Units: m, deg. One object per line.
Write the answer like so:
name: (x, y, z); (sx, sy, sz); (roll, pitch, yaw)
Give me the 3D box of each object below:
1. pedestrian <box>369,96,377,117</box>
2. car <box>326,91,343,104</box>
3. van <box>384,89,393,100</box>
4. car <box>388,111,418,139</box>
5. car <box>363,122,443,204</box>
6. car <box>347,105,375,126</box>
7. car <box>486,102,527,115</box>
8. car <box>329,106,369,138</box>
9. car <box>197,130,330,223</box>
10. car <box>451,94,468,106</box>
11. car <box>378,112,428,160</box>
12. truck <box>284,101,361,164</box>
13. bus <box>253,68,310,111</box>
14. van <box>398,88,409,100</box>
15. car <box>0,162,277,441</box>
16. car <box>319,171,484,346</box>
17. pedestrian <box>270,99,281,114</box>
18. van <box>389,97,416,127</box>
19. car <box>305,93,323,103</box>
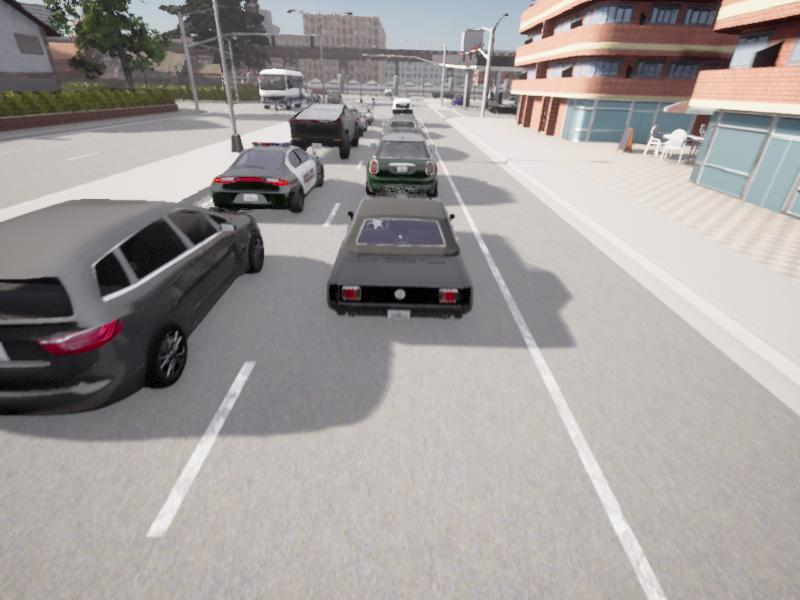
pedestrian: (-2.808, -20.173, 41.694); (0.751, 1.860, 0.751); (2, 28, 1)
car: (-10.938, -34.143, 67.401); (2.097, 1.767, 4.553); (2, 28, 0)
van: (-2.692, -48.859, 95.047); (2.069, 2.038, 4.480); (2, 28, 0)
car: (0.192, -11.978, 27.236); (1.895, 1.301, 4.718); (2, 28, 0)
car: (0.073, -4.593, 12.934); (2.097, 1.767, 4.553); (2, 28, 0)
car: (-3.247, -15.653, 33.892); (1.895, 1.301, 4.718); (2, 28, 0)
car: (13.840, -25.029, 52.346); (4.718, 1.301, 1.895); (1, 28, -1)
car: (-3.304, -11.996, 26.818); (2.038, 1.542, 4.974); (2, 28, 0)
car: (-3.443, -3.706, 11.357); (2.038, 1.542, 4.974); (2, 28, 0)
car: (10.287, -34.930, 69.956); (2.242, 1.667, 4.611); (2, 28, 0)
car: (0.131, -8.300, 20.031); (2.152, 1.651, 5.027); (2, 28, 0)
truck: (-3.367, -8.090, 18.935); (2.390, 2.098, 6.274); (2, 28, 0)
bus: (-14.431, -26.343, 50.053); (3.944, 4.253, 10.273); (2, 28, 0)
van: (0.808, -48.558, 94.259); (2.351, 2.431, 6.366); (2, 28, 0)
car: (-3.494, -0.551, 5.326); (2.242, 1.667, 4.611); (1, 28, -1)
car: (0.014, -1.114, 6.971); (1.895, 1.301, 4.718); (2, 28, 0)
pedestrian: (-12.830, -19.985, 41.363); (0.751, 1.300, 0.751); (3, 28, 3)
van: (0.217, -15.945, 33.844); (2.069, 2.038, 4.480); (2, 28, 0)
car: (-14.443, -34.010, 67.373); (1.994, 1.385, 4.181); (2, 28, 0)
